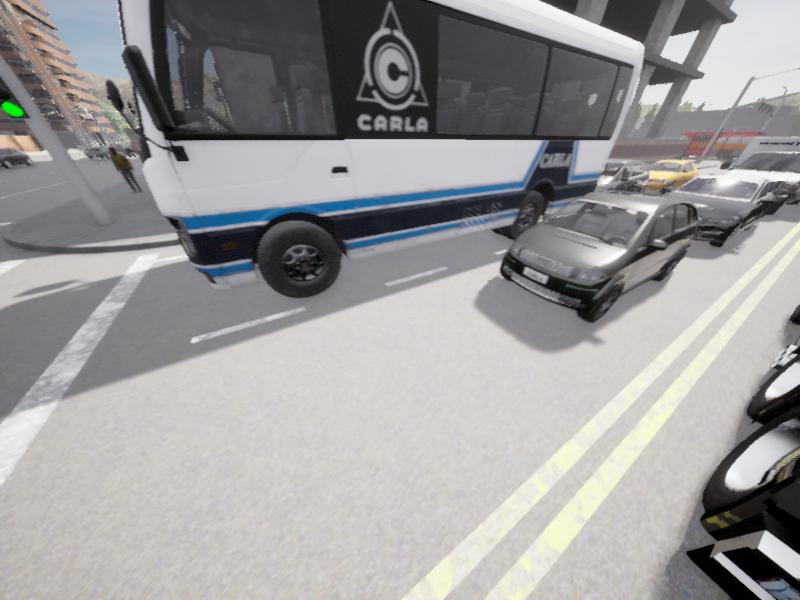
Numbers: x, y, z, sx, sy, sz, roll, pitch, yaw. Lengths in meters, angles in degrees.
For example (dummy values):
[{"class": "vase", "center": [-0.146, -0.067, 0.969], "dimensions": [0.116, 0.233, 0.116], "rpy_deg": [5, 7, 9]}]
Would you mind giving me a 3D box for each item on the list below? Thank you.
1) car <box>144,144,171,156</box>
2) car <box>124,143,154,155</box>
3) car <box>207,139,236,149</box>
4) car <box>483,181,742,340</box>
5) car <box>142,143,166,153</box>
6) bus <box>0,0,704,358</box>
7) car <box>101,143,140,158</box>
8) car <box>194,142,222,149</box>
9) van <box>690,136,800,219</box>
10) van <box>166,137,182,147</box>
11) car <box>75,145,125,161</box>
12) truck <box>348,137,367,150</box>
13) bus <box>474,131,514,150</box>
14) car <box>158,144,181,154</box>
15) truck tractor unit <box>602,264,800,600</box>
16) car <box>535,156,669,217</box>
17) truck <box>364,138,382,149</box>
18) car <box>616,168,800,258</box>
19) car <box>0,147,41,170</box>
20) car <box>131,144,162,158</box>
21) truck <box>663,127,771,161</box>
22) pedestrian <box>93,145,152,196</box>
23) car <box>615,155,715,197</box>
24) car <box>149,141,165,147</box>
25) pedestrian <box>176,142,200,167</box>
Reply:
[{"class": "car", "center": [-38.540, -23.939, 36.799], "dimensions": [1.970, 1.475, 3.806], "rpy_deg": [-18, 39, -24]}, {"class": "car", "center": [-44.384, -25.824, 39.417], "dimensions": [2.007, 1.525, 4.514], "rpy_deg": [-18, 39, -24]}, {"class": "car", "center": [-46.074, -40.358, 59.847], "dimensions": [5.566, 2.045, 2.150], "rpy_deg": [-18, 39, -24]}, {"class": "car", "center": [3.676, -1.049, 4.182], "dimensions": [3.705, 1.549, 1.789], "rpy_deg": [-18, 39, -24]}, {"class": "car", "center": [-49.000, -30.481, 46.128], "dimensions": [2.007, 1.525, 4.514], "rpy_deg": [-18, 39, -24]}, {"class": "bus", "center": [0.799, -3.445, 5.240], "dimensions": [10.273, 4.253, 3.944], "rpy_deg": [-18, 39, -24]}, {"class": "car", "center": [-40.322, -21.746, 33.500], "dimensions": [2.033, 1.649, 4.856], "rpy_deg": [-18, 39, -24]}, {"class": "car", "center": [-50.679, -40.971, 61.124], "dimensions": [5.366, 1.575, 1.801], "rpy_deg": [-18, 39, -24]}, {"class": "van", "center": [15.827, -5.367, 9.728], "dimensions": [6.366, 2.431, 2.351], "rpy_deg": [-18, 39, -24]}, {"class": "van", "center": [-72.625, -50.841, 74.217], "dimensions": [1.988, 2.561, 5.915], "rpy_deg": [-18, 39, -24]}, {"class": "car", "center": [-37.000, -18.328, 28.716], "dimensions": [2.128, 1.511, 4.902], "rpy_deg": [-18, 39, -24]}, {"class": "truck", "center": [-10.809, -39.682, 58.516], "dimensions": [2.615, 2.467, 5.204], "rpy_deg": [-18, 39, -24]}, {"class": "bus", "center": [27.524, -47.332, 68.451], "dimensions": [3.944, 4.253, 10.273], "rpy_deg": [-18, 39, -25]}, {"class": "car", "center": [-42.787, -28.171, 43.007], "dimensions": [1.895, 1.301, 4.718], "rpy_deg": [-18, 39, -24]}, {"class": "truck tractor unit", "center": [5.110, -0.302, 0.787], "dimensions": [6.516, 4.208, 3.053], "rpy_deg": [-18, 39, -24]}, {"class": "car", "center": [8.409, -4.947, 9.724], "dimensions": [4.611, 1.667, 2.242], "rpy_deg": [-18, 39, -25]}, {"class": "truck", "center": [-7.071, -40.893, 60.288], "dimensions": [2.615, 2.467, 5.204], "rpy_deg": [-18, 39, -24]}, {"class": "car", "center": [9.242, -2.844, 6.847], "dimensions": [4.902, 1.511, 2.128], "rpy_deg": [-18, 39, -24]}, {"class": "car", "center": [-35.304, -12.539, 20.424], "dimensions": [1.837, 1.490, 4.892], "rpy_deg": [-18, 39, -24]}, {"class": "car", "center": [-35.684, -21.073, 32.637], "dimensions": [1.789, 1.549, 3.705], "rpy_deg": [-18, 39, -24]}, {"class": "truck", "center": [47.309, -23.747, 35.094], "dimensions": [2.891, 3.827, 8.468], "rpy_deg": [-13, 37, -19]}, {"class": "pedestrian", "center": [-12.090, -5.692, 10.149], "dimensions": [0.751, 1.860, 0.751], "rpy_deg": [-16, 38, -22]}, {"class": "car", "center": [14.540, -6.908, 12.673], "dimensions": [5.366, 1.575, 1.801], "rpy_deg": [-18, 39, -24]}, {"class": "car", "center": [-73.632, -47.395, 70.123], "dimensions": [2.038, 1.542, 4.974], "rpy_deg": [-18, 39, -24]}, {"class": "pedestrian", "center": [-18.416, -12.644, 20.086], "dimensions": [0.751, 1.860, 0.751], "rpy_deg": [-16, 38, -22]}]
